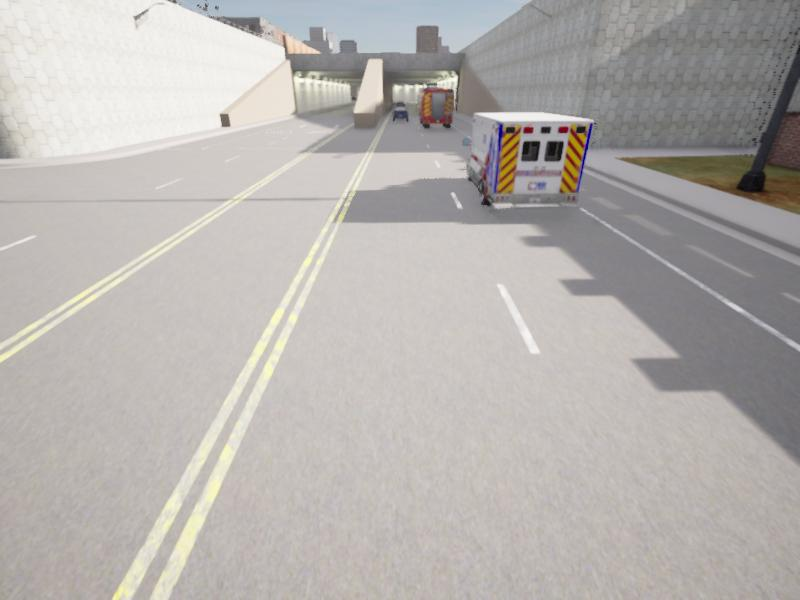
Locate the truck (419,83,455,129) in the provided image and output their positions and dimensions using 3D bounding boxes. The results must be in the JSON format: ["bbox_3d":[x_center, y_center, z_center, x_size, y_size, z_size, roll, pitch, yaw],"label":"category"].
[{"bbox_3d":[3.567,-19.905,40.836,2.891,3.827,8.468,0,27,0],"label":"truck"}]

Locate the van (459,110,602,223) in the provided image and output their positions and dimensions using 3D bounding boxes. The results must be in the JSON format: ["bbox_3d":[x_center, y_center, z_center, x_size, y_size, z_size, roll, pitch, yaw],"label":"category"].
[{"bbox_3d":[3.523,-4.546,12.681,2.351,2.431,6.366,0,27,0],"label":"van"}]

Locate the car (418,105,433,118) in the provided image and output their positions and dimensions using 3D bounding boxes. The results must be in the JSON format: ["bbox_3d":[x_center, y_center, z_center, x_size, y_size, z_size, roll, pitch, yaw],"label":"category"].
[{"bbox_3d":[3.583,-26.885,56.912,1.812,1.442,4.674,0,27,0],"label":"car"}]

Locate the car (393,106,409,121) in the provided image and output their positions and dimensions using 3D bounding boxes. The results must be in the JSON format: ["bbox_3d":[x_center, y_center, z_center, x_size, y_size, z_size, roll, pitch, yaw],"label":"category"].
[{"bbox_3d":[0.079,-23.245,49.808,1.882,1.535,5.008,0,28,0],"label":"car"}]

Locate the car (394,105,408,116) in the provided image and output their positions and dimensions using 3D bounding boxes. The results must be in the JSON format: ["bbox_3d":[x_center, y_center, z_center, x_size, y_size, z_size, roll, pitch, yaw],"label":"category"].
[{"bbox_3d":[0.098,-28.709,60.520,2.033,1.411,5.357,0,27,0],"label":"car"}]
